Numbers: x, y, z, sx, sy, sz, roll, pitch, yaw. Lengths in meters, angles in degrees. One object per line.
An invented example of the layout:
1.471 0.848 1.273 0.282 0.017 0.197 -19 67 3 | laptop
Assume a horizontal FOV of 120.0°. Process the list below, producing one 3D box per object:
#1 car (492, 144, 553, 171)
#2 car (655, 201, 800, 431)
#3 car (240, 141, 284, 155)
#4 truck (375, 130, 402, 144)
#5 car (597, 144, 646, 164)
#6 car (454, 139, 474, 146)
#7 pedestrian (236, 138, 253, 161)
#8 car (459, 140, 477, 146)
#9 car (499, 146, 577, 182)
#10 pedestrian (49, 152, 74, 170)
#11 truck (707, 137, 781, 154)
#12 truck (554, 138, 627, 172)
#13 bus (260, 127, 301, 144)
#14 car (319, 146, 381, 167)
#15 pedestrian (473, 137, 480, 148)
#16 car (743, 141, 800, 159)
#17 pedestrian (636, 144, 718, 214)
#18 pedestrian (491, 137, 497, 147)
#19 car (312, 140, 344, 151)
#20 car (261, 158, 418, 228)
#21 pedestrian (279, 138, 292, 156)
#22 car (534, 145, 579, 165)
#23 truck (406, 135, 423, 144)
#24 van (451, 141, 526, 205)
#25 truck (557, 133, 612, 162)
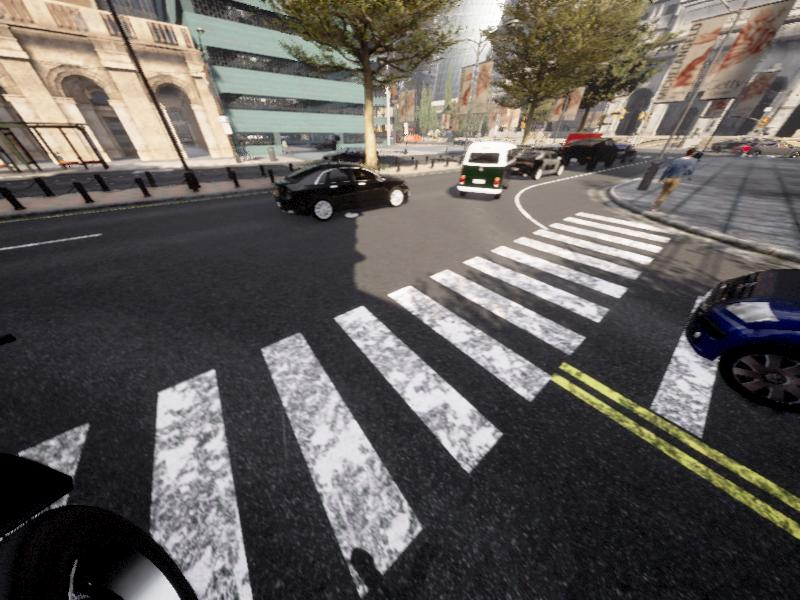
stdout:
10.362 -12.117 19.498 5.238 1.638 1.930 -24 42 -30 | car
5.051 0.718 1.487 1.851 1.617 3.988 -22 41 -28 | car
-19.322 -21.423 32.506 4.786 1.482 2.161 -24 42 -30 | car
-3.691 -54.667 77.373 8.468 3.827 2.891 14 38 19 | truck
22.825 -15.084 23.797 4.902 1.511 2.128 -24 42 -30 | car
18.155 -45.053 65.986 2.033 1.411 5.357 -24 42 -30 | car
-15.196 -14.704 22.603 0.751 1.860 0.751 -21 41 -27 | pedestrian
17.994 -41.854 61.507 1.994 1.385 4.181 -24 42 -30 | car
9.065 -8.969 15.073 5.238 1.638 1.930 -24 42 -30 | car
-24.771 -10.194 16.909 0.500 1.100 0.500 -24 42 -30 | pedestrian
54.377 -24.645 36.766 2.390 2.098 6.274 -24 42 -30 | truck
16.000 -12.264 19.319 6.274 2.098 2.390 -24 42 -30 | truck
-37.669 -52.079 73.319 10.273 4.253 3.944 -22 41 -27 | bus
-4.593 -13.750 21.984 5.357 1.411 2.033 -24 42 -30 | car
15.629 -32.295 47.362 0.751 1.860 0.751 -17 39 -22 | pedestrian
48.166 -19.166 29.429 2.242 1.667 4.611 -24 42 -30 | car
8.701 -3.830 7.359 0.751 1.860 0.751 -18 39 -23 | pedestrian
20.914 -35.053 51.246 0.751 1.860 0.751 14 38 19 | pedestrian
-12.690 -27.458 40.927 4.902 1.511 2.128 -24 42 -30 | car
-1.826 -4.028 8.243 4.892 1.490 1.837 -24 42 -30 | car
-14.411 -19.319 29.088 0.751 1.860 0.751 -28 44 -34 | pedestrian
15.350 -14.285 22.692 3.806 1.475 1.970 -24 42 -30 | car
4.846 -53.752 77.272 5.204 2.467 2.627 22 41 28 | truck
4.170 -6.040 10.607 2.069 2.038 4.480 17 39 22 | van
20.501 -16.999 25.658 5.204 2.467 2.627 -24 42 -30 | truck
